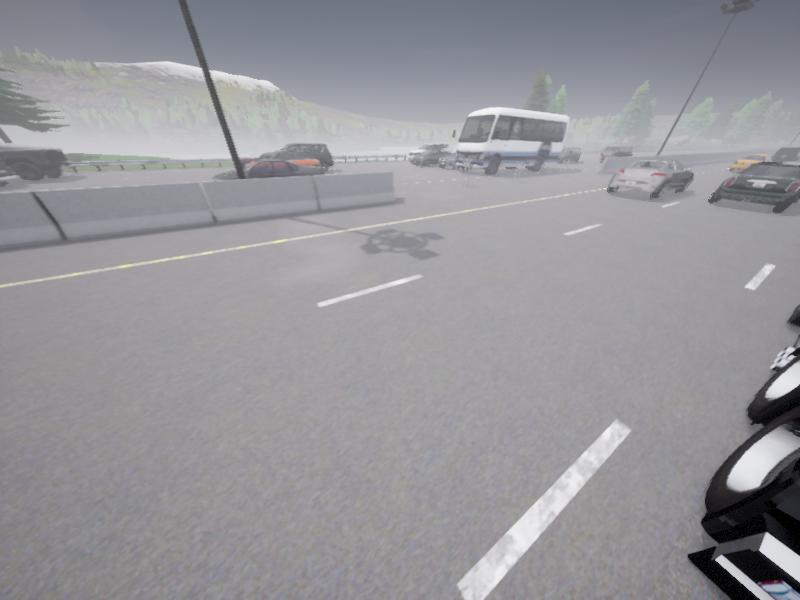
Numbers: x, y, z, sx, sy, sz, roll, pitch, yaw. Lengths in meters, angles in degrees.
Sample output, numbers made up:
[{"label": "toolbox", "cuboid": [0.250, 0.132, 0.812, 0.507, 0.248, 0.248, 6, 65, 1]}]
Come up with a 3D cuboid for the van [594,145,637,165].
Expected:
[{"label": "van", "cuboid": [26.226, -17.711, 28.135, 4.442, 1.987, 1.775, -18, 39, -25]}]

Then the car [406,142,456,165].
[{"label": "car", "cuboid": [3.620, -17.344, 27.267, 5.566, 2.045, 2.150, -19, 39, -24]}]

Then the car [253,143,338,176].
[{"label": "car", "cuboid": [-8.121, -11.231, 18.330, 5.566, 2.045, 2.150, -17, 39, -24]}]

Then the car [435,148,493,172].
[{"label": "car", "cuboid": [6.077, -13.350, 21.925, 5.027, 1.651, 2.152, -18, 39, -24]}]

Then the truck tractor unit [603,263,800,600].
[{"label": "truck tractor unit", "cuboid": [5.110, -0.297, 0.805, 6.516, 4.208, 3.053, -18, 38, -25]}]

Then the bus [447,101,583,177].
[{"label": "bus", "cuboid": [9.539, -13.157, 19.397, 10.273, 4.253, 3.944, -17, 38, -25]}]

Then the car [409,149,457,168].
[{"label": "car", "cuboid": [3.451, -14.766, 24.017, 4.514, 1.525, 2.007, -18, 39, -24]}]

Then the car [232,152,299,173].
[{"label": "car", "cuboid": [-11.666, -12.087, 20.178, 4.718, 1.301, 1.895, -18, 39, -24]}]

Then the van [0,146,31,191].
[{"label": "van", "cuboid": [-22.952, -6.439, 11.248, 4.480, 2.038, 2.069, -18, 39, -24]}]

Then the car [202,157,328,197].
[{"label": "car", "cuboid": [-6.951, -6.742, 12.445, 5.357, 1.411, 2.033, -18, 39, -24]}]

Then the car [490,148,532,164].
[{"label": "car", "cuboid": [13.978, -18.176, 29.048, 5.008, 1.535, 1.882, -18, 39, -24]}]

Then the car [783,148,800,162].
[{"label": "car", "cuboid": [61.149, -21.997, 35.006, 4.611, 1.667, 2.242, -18, 39, -24]}]

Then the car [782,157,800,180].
[{"label": "car", "cuboid": [32.348, -10.268, 17.925, 3.806, 1.475, 1.970, -18, 39, -25]}]

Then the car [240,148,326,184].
[{"label": "car", "cuboid": [-7.640, -8.986, 15.319, 4.553, 1.767, 2.097, -18, 39, -24]}]

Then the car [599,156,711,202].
[{"label": "car", "cuboid": [13.293, -6.471, 12.096, 5.027, 1.651, 2.152, -18, 39, -24]}]

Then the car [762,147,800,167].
[{"label": "car", "cuboid": [46.418, -17.297, 27.860, 3.866, 1.878, 1.905, -18, 39, -25]}]

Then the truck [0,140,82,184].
[{"label": "truck", "cuboid": [-24.752, -8.183, 13.689, 6.274, 2.098, 2.390, -18, 39, -24]}]

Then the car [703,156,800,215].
[{"label": "car", "cuboid": [16.142, -5.159, 10.089, 4.553, 1.767, 2.097, -18, 39, -24]}]

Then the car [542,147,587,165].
[{"label": "car", "cuboid": [20.494, -18.037, 28.805, 4.611, 1.667, 2.242, -18, 39, -24]}]

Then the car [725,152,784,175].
[{"label": "car", "cuboid": [33.052, -12.843, 21.554, 5.366, 1.575, 1.801, -18, 39, -24]}]
